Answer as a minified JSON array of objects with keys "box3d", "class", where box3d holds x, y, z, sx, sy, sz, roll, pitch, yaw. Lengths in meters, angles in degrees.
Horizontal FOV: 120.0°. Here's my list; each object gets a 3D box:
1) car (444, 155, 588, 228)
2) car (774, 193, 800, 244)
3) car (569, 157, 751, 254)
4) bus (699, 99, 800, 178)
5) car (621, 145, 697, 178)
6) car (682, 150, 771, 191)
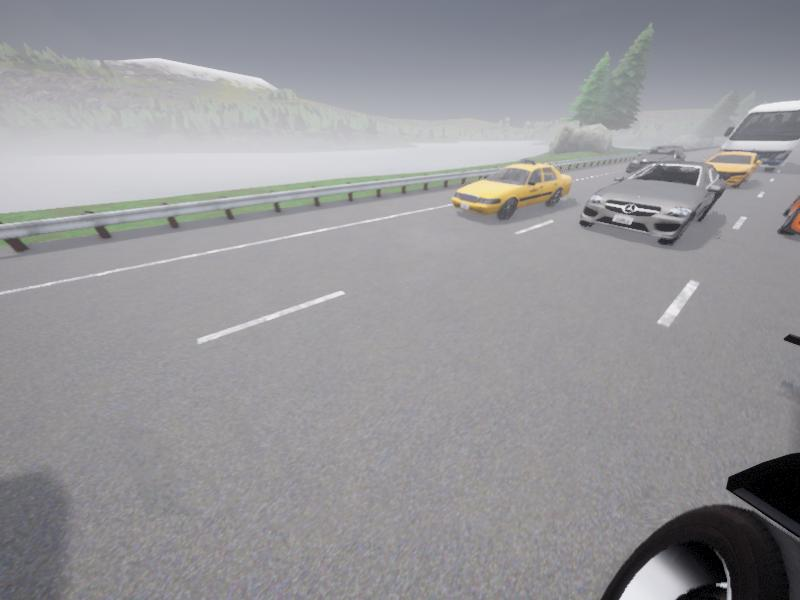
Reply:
[{"box3d":[4.256,-4.156,8.388,5.366,1.575,1.801,-22,41,-28],"class":"car"},{"box3d":[12.245,-2.567,5.890,4.553,1.767,2.097,-22,41,-28],"class":"car"},{"box3d":[7.677,-3.099,6.831,5.027,1.651,2.152,-22,41,-28],"class":"car"},{"box3d":[29.245,-12.874,18.210,10.273,4.253,3.944,-24,41,-27],"class":"bus"},{"box3d":[18.297,-9.900,16.346,4.611,1.667,2.242,-22,41,-28],"class":"car"},{"box3d":[17.972,-7.252,12.708,5.008,1.535,1.882,-22,41,-28],"class":"car"}]
